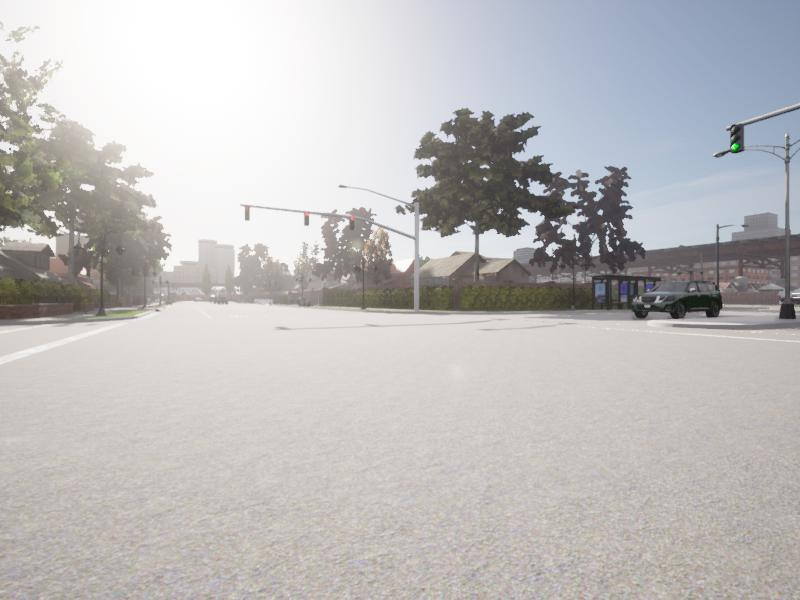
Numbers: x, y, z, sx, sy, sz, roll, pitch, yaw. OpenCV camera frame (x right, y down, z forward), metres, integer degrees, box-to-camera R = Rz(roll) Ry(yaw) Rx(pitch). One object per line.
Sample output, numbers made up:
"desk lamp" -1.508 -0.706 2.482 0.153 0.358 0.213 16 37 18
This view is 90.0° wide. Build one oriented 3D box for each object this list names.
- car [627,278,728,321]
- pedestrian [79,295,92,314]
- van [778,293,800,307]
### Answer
"car" 14.975 -0.032 21.537 5.566 2.045 2.150 0 0 -28
"pedestrian" -18.540 0.273 23.593 0.500 1.100 0.500 0 0 -28
"van" 59.198 -0.033 59.073 2.069 2.038 4.480 0 0 -28
